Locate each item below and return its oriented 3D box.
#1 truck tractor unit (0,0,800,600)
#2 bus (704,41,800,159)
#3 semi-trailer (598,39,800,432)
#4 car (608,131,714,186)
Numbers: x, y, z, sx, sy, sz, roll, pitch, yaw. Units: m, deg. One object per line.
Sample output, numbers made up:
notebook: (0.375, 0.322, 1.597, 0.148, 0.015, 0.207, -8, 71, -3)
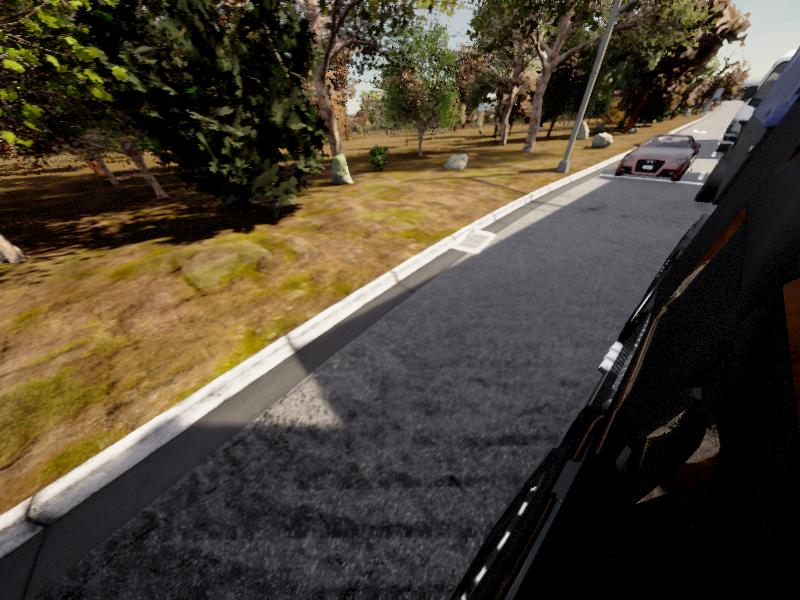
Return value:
truck tractor unit: (2.645, -0.295, 0.351, 6.516, 4.208, 3.053, -28, 44, -30)
bus: (22.037, -11.135, 13.012, 10.273, 4.253, 3.944, -30, 45, -30)
semi-trailer: (8.661, -3.656, 4.224, 14.254, 4.402, 2.717, -29, 45, -30)
car: (10.876, -6.026, 9.617, 4.181, 1.385, 1.994, -30, 45, -30)
